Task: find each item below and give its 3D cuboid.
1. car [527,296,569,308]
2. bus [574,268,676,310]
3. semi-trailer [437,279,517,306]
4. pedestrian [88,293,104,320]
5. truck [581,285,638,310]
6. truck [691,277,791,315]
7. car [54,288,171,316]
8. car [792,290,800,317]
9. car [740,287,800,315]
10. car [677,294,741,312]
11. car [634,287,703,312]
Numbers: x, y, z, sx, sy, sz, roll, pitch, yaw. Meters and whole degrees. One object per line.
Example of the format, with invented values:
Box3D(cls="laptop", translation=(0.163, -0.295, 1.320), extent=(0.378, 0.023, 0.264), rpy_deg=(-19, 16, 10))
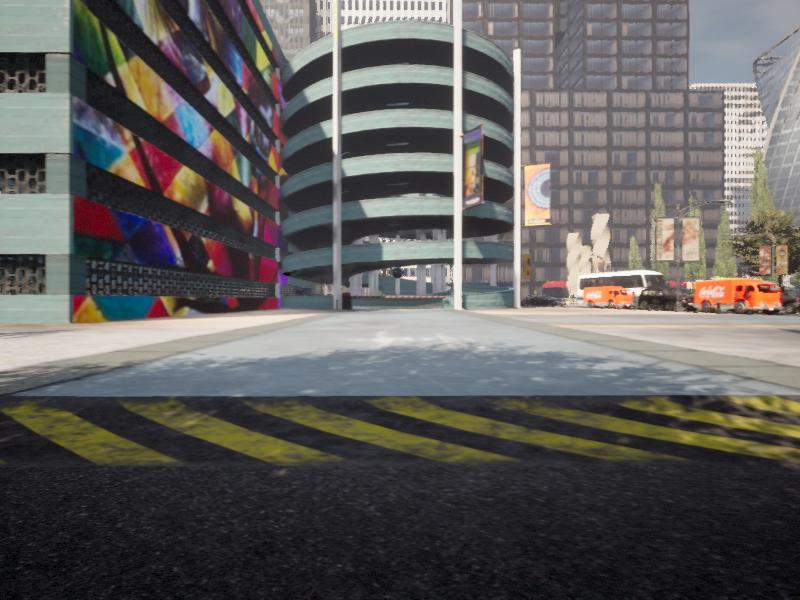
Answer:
Box3D(cls="car", translation=(19.165, 0.239, 52.011), extent=(2.128, 1.511, 4.902), rpy_deg=(0, 0, -31))
Box3D(cls="bus", translation=(25.578, -1.128, 46.413), extent=(3.944, 4.253, 10.273), rpy_deg=(0, 0, -20))
Box3D(cls="semi-trailer", translation=(13.540, -1.226, 72.052), extent=(14.254, 4.402, 2.717), rpy_deg=(0, -1, 35))
Box3D(cls="pedestrian", translation=(-12.986, 0.274, 17.107), extent=(0.500, 1.100, 0.500), rpy_deg=(0, 0, -32))
Box3D(cls="truck", translation=(22.599, -0.229, 43.415), extent=(2.627, 2.467, 5.204), rpy_deg=(0, -1, -15))
Box3D(cls="truck", translation=(23.851, -0.237, 28.348), extent=(2.627, 2.467, 5.204), rpy_deg=(0, 0, -1))
Box3D(cls="car", translation=(-15.703, 0.110, 22.074), extent=(4.902, 1.511, 2.128), rpy_deg=(0, 0, -1))
Box3D(cls="car", translation=(23.912, 0.222, 21.619), extent=(1.789, 1.549, 3.705), rpy_deg=(0, 0, -1))
Box3D(cls="car", translation=(27.354, 0.060, 28.725), extent=(1.932, 1.855, 4.605), rpy_deg=(0, 0, -1))
Box3D(cls="car", translation=(27.125, 0.236, 35.371), extent=(2.007, 1.525, 4.514), rpy_deg=(0, 0, -4))
Box3D(cls="car", translation=(23.671, -0.026, 35.585), extent=(2.150, 2.045, 5.566), rpy_deg=(0, 0, -4))
